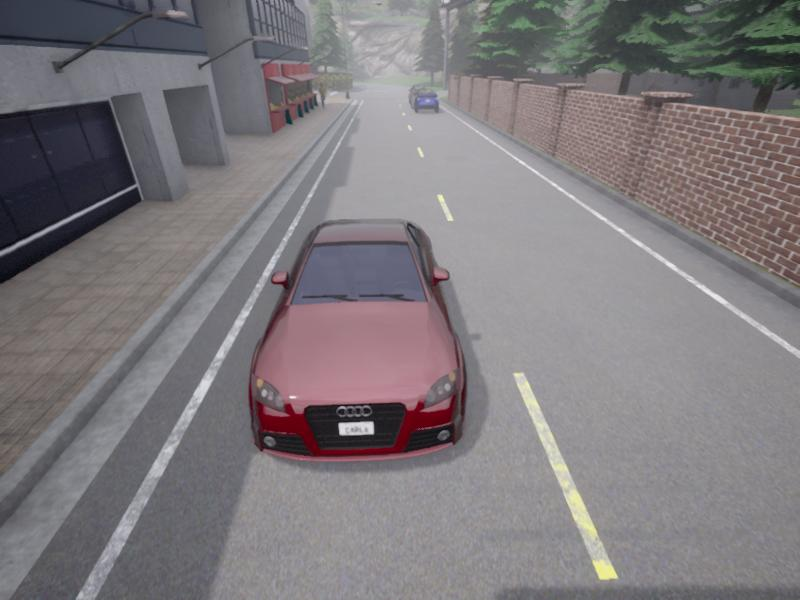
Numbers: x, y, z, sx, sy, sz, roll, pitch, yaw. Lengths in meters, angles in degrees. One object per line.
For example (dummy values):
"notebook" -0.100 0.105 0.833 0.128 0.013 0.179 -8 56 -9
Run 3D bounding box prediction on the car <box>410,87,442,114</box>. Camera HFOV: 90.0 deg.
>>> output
"car" 1.923 -15.415 30.811 2.007 1.525 4.514 -1 30 -2

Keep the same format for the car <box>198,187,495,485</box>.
"car" -0.439 -0.122 4.851 1.994 1.385 4.181 -1 30 -2

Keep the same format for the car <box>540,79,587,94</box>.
"car" 19.346 -25.332 47.422 4.674 1.442 1.812 -1 30 -2

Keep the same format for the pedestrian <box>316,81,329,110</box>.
"pedestrian" -5.763 -15.232 29.847 0.751 1.860 0.751 -2 30 -3

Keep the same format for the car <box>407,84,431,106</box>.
"car" 1.679 -18.666 36.339 1.789 1.549 3.705 -1 30 -2
